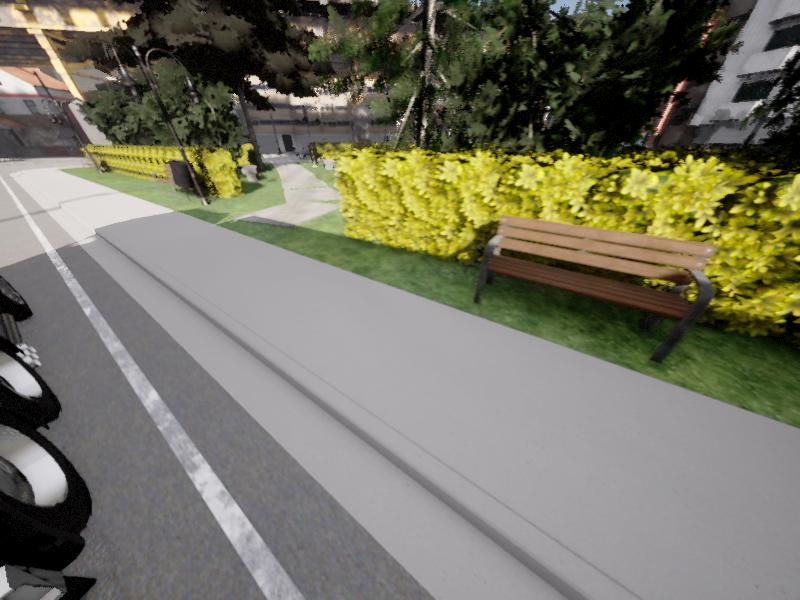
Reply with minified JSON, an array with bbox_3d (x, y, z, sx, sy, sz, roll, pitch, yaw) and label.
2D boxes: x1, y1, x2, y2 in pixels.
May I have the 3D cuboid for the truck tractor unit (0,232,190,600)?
[{"bbox_3d":[-5.054,-0.353,0.862,6.516,4.208,3.053,21,40,27],"label":"truck tractor unit"}]

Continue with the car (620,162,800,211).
[{"bbox_3d":[13.462,-5.375,10.567,1.895,1.301,4.718,-6,35,-9],"label":"car"}]

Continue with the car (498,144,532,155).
[{"bbox_3d":[21.398,-28.050,42.946,5.238,1.638,1.930,-7,35,-9],"label":"car"}]

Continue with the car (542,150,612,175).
[{"bbox_3d":[14.860,-11.865,19.798,1.812,1.442,4.674,-6,35,-9],"label":"car"}]

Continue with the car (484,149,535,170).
[{"bbox_3d":[10.586,-13.964,22.824,2.163,1.488,4.792,-6,35,-9],"label":"car"}]

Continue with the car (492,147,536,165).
[{"bbox_3d":[13.141,-16.892,27.035,2.163,1.488,4.792,-7,35,-9],"label":"car"}]

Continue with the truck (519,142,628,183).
[{"bbox_3d":[11.960,-10.211,16.853,2.390,2.098,6.274,-6,35,-9],"label":"truck"}]
